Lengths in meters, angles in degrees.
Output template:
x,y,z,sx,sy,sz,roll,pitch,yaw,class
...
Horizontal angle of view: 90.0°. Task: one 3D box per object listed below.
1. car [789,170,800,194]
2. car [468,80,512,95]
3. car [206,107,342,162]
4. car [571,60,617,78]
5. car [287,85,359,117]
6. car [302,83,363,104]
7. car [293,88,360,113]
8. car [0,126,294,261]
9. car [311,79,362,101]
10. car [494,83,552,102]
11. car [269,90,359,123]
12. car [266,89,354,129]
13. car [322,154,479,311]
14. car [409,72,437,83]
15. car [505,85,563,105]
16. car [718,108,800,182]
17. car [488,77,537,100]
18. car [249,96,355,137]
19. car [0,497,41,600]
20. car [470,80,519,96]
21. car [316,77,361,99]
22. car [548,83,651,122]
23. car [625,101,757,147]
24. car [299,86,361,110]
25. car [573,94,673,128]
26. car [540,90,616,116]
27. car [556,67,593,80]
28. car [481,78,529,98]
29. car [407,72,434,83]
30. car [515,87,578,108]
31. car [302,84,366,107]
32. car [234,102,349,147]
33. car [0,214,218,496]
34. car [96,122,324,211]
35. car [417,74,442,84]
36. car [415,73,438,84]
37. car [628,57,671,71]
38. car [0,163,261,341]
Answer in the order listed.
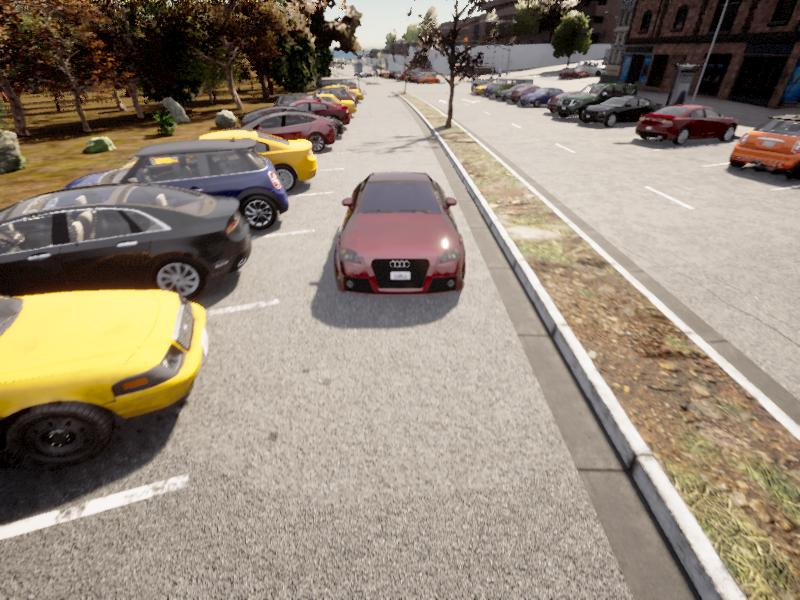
x,y,z,sx,sy,sz,roll,pitch,yaw,class
13.361,-3.514,10.437,4.892,1.521,2.231,-10,32,-18,car
11.134,-26.325,49.469,4.792,1.488,2.163,-13,33,-22,car
-5.005,-6.753,16.100,4.792,1.488,2.163,-12,32,-18,car
28.757,-34.352,59.426,2.435,2.045,5.566,-22,37,-22,car
-5.542,-14.368,28.817,4.553,1.767,2.185,-13,33,-19,car
-6.532,-20.179,39.009,5.366,1.575,1.946,-14,33,-20,car
-5.737,-15.711,31.444,4.674,1.452,2.002,-13,33,-19,car
-4.797,-2.413,8.368,4.553,1.767,2.185,-11,32,-17,car
-6.574,-21.822,41.570,4.553,1.767,2.185,-14,33,-21,car
11.998,-20.287,39.087,4.892,1.521,2.231,-12,33,-21,car
-5.586,-12.724,26.255,5.366,1.575,1.946,-13,33,-19,car
-5.312,-11.372,23.695,4.553,1.767,2.185,-12,32,-19,car
-0.014,-1.503,7.211,1.994,1.385,4.181,0,30,-1,car
5.048,-48.348,86.930,5.566,2.045,2.435,-16,35,-26,car
12.200,-18.733,36.508,4.674,1.452,2.002,-12,32,-21,car
13.311,-5.149,12.978,4.553,1.767,2.185,-11,32,-19,car
11.656,-21.980,41.526,4.442,1.987,1.878,-13,33,-22,car
-5.154,-9.775,21.210,5.008,1.535,2.097,-12,32,-18,car
-4.819,1.988,0.595,5.566,2.045,2.435,-11,32,-17,car
11.069,-24.814,46.807,5.366,1.575,1.946,-13,33,-22,car
-6.762,-23.418,44.099,4.442,1.987,1.878,-14,33,-21,car
12.867,-12.880,25.933,5.566,2.045,2.435,-11,33,-20,car
13.204,-8.095,18.259,5.008,1.535,2.097,-11,32,-19,car
-5.929,-17.202,33.996,4.674,1.452,2.002,-13,33,-20,car
13.020,-11.144,23.467,5.008,1.535,2.097,-11,33,-20,car
12.740,-14.163,28.701,4.674,1.452,2.002,-12,32,-20,car
25.809,-33.594,59.280,2.002,1.452,4.674,-22,37,-23,car
11.536,-23.445,44.230,4.553,1.767,2.185,-13,33,-22,car
4.543,-49.864,89.513,5.566,2.045,2.435,-16,34,-26,car
12.405,-17.208,33.903,4.674,1.452,2.002,-12,33,-21,car
-5.973,-18.773,36.592,5.366,1.575,1.946,-13,32,-20,car
-5.031,-8.265,18.684,4.792,1.488,2.163,-12,32,-18,car
-4.620,0.659,3.354,5.366,1.575,1.946,-11,32,-17,car
-4.851,-3.796,10.983,5.008,1.535,2.097,-11,32,-17,car
6.100,-45.241,81.887,4.553,1.767,2.185,-16,34,-26,car
5.510,-46.806,84.353,4.442,1.987,1.878,-16,35,-26,car
37.638,-35.729,60.549,2.231,1.521,4.892,-22,37,-22,car
-4.797,-0.800,5.862,4.892,1.521,2.231,-11,32,-17,car
